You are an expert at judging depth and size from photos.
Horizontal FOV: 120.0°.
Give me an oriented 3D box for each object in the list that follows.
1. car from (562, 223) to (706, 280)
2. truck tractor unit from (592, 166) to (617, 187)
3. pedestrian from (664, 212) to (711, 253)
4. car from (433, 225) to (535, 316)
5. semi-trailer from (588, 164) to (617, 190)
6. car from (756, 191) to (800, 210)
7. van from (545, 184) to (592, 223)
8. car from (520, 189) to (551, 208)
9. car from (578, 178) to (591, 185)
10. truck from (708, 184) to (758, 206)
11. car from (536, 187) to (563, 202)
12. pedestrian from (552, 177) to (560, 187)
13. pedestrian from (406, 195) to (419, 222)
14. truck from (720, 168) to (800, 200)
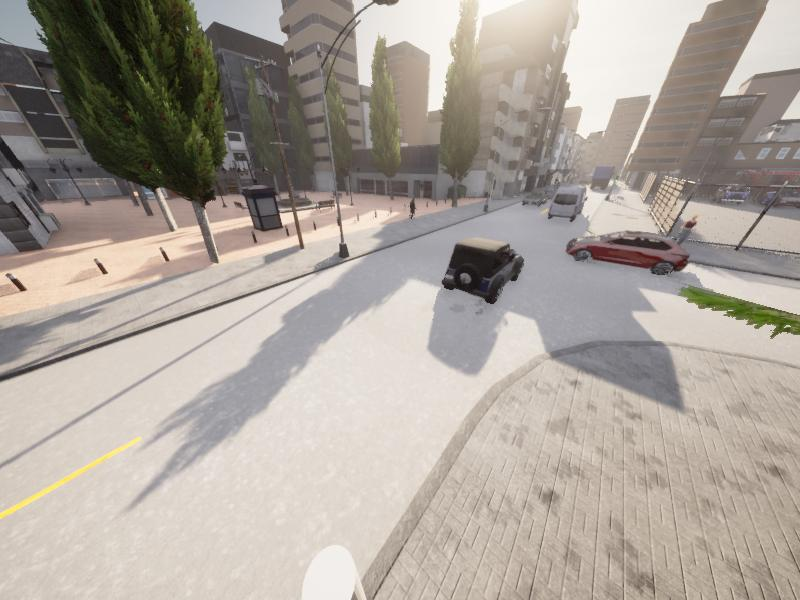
[{"bbox_3d":[10.276,-2.409,10.705,4.193,1.474,1.816,20,35,30],"label":"car"},{"bbox_3d":[48.508,-29.415,54.721,3.053,4.208,6.516,22,37,34],"label":"truck tractor unit"},{"bbox_3d":[14.744,-3.488,11.914,0.751,1.860,0.751,23,37,34],"label":"pedestrian"},{"bbox_3d":[3.148,-1.357,8.461,1.905,1.878,3.866,23,37,34],"label":"car"},{"bbox_3d":[43.428,-26.461,49.417,2.717,4.402,14.254,23,37,34],"label":"semi-trailer"},{"bbox_3d":[43.557,-11.395,26.194,2.033,1.415,5.357,23,37,34],"label":"car"},{"bbox_3d":[15.244,-8.844,20.785,1.988,2.561,5.915,23,37,34],"label":"van"},{"bbox_3d":[16.042,-12.014,27.288,2.007,1.525,4.514,23,37,34],"label":"car"},{"bbox_3d":[49.016,-31.544,61.347,1.895,1.301,4.718,23,37,34],"label":"car"},{"bbox_3d":[40.630,-13.001,28.353,2.069,2.038,4.478,23,37,34],"label":"truck"},{"bbox_3d":[20.790,-14.739,32.166,1.994,1.385,4.181,24,38,36],"label":"car"},{"bbox_3d":[34.983,-26.508,51.802,0.751,1.860,0.751,21,36,32],"label":"pedestrian"},{"bbox_3d":[0.992,-7.367,18.649,0.751,1.860,0.751,-27,39,-38],"label":"pedestrian"},{"bbox_3d":[54.903,-17.048,33.708,8.468,3.827,2.891,23,37,34],"label":"truck"}]
